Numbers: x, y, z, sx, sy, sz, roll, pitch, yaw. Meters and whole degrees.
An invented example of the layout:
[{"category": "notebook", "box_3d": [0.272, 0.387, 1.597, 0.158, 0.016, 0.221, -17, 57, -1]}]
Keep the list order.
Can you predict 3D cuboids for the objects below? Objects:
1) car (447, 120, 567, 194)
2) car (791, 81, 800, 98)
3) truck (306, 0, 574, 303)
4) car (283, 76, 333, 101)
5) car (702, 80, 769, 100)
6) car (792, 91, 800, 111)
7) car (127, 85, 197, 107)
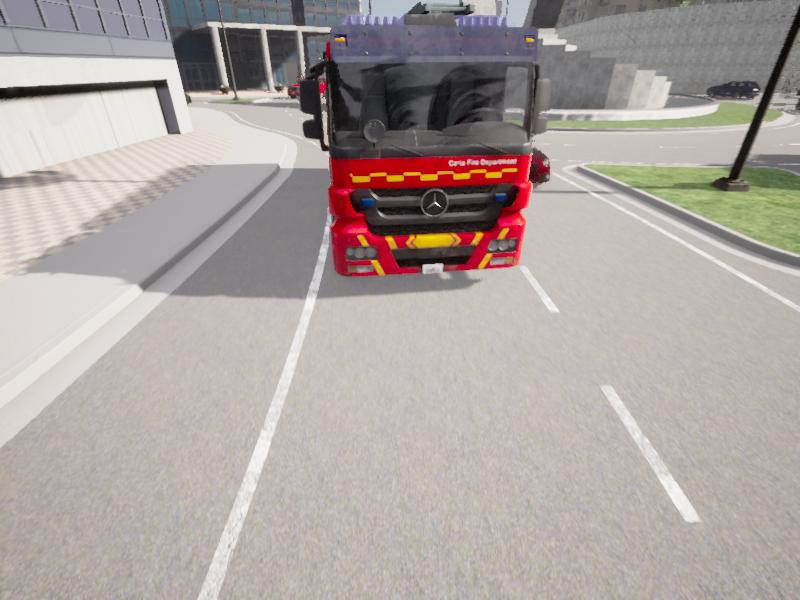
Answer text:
[{"category": "car", "box_3d": [3.021, -4.590, 12.431, 1.994, 1.385, 4.181, -5, 31, -9]}, {"category": "car", "box_3d": [44.023, -21.635, 41.143, 4.974, 1.542, 2.038, 2, 30, 4]}, {"category": "truck", "box_3d": [-0.056, -3.829, 8.719, 2.891, 3.827, 8.468, -4, 31, -6]}, {"category": "car", "box_3d": [-9.613, -22.484, 42.327, 2.150, 2.045, 5.566, 12, 33, 20]}, {"category": "car", "box_3d": [34.219, -21.615, 41.059, 2.033, 1.649, 4.856, -7, 31, -12]}, {"category": "car", "box_3d": [30.481, -14.210, 28.778, 1.895, 1.301, 4.718, 14, 33, 22]}, {"category": "car", "box_3d": [-21.081, -18.148, 35.504, 4.974, 1.542, 2.038, 7, 31, 12]}]
